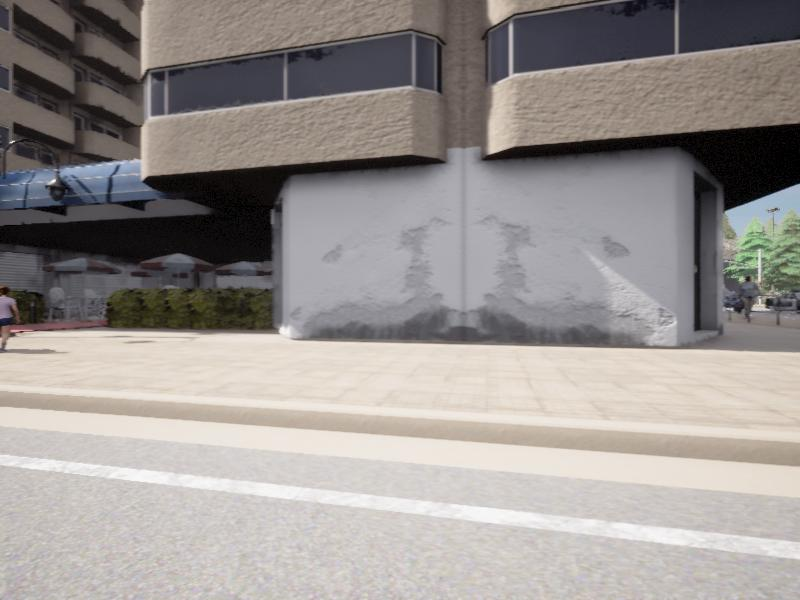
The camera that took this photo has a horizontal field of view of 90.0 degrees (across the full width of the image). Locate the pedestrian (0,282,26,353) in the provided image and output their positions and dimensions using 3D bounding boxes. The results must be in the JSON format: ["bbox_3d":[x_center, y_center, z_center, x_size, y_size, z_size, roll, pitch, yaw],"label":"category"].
[{"bbox_3d":[-6.356,0.272,6.368,0.500,1.100,0.500,0,0,-33],"label":"pedestrian"}]

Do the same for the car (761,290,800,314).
[{"bbox_3d":[27.913,0.135,27.731,1.930,1.638,5.238,0,0,12],"label":"car"}]

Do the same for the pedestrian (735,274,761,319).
[{"bbox_3d":[14.741,-0.134,16.968,0.751,1.860,0.751,0,0,34],"label":"pedestrian"}]

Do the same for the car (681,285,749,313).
[{"bbox_3d":[25.368,-0.063,32.553,2.150,2.045,5.566,0,0,12],"label":"car"}]
